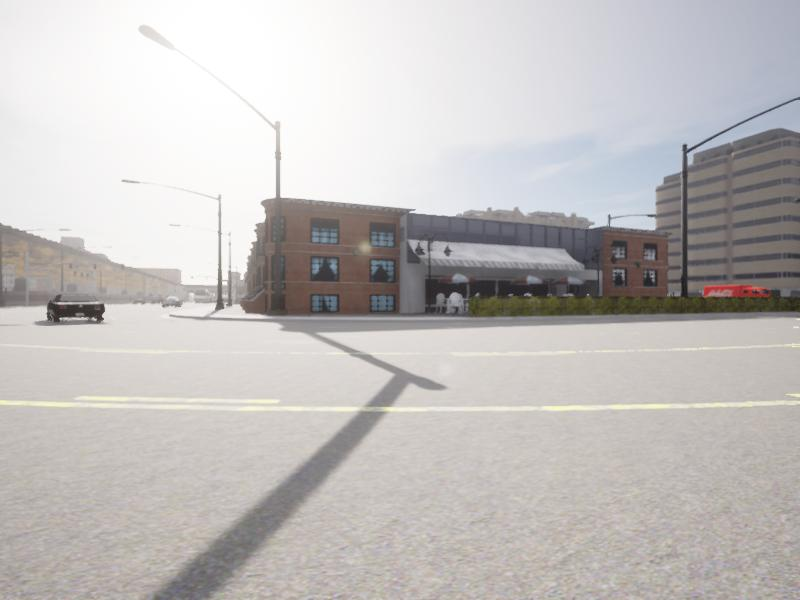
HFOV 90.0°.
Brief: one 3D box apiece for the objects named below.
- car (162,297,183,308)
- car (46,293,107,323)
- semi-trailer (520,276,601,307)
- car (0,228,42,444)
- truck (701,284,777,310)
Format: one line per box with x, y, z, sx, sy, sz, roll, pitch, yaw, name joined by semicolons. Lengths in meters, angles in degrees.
-31.327;0.309;55.209;1.812;1.442;4.674;0;0;-21;car
-15.997;0.364;19.682;1.895;1.301;4.718;0;0;-44;car
25.046;-1.239;63.822;2.717;4.402;14.254;0;0;-23;semi-trailer
-5.284;0.251;2.595;4.892;1.490;1.837;0;0;11;car
34.139;-0.275;40.474;2.627;2.467;5.204;0;0;-21;truck
